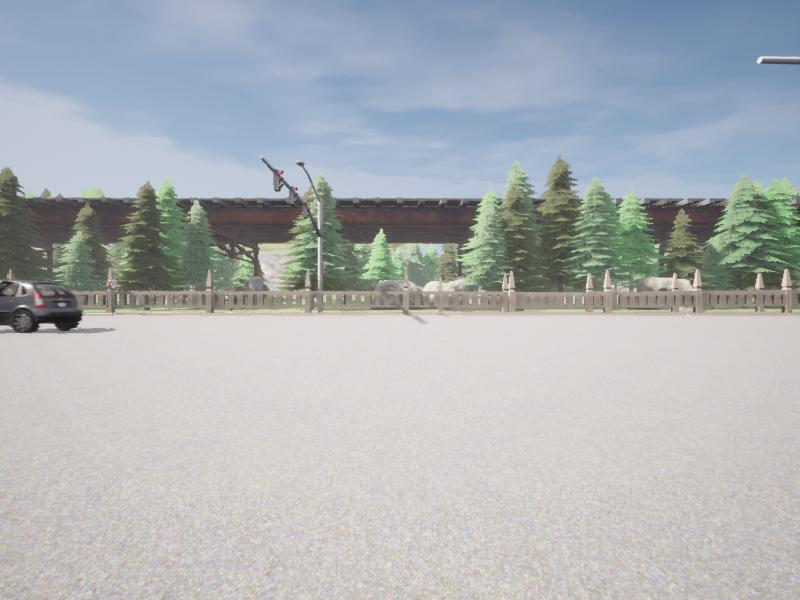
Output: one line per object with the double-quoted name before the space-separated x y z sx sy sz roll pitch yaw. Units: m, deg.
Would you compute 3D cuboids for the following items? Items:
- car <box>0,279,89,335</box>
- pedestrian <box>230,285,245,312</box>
"car" -12.426 0.188 12.482 3.988 1.617 1.851 0 0 0
"pedestrian" -11.513 -0.115 28.328 0.751 1.860 0.751 0 0 1
